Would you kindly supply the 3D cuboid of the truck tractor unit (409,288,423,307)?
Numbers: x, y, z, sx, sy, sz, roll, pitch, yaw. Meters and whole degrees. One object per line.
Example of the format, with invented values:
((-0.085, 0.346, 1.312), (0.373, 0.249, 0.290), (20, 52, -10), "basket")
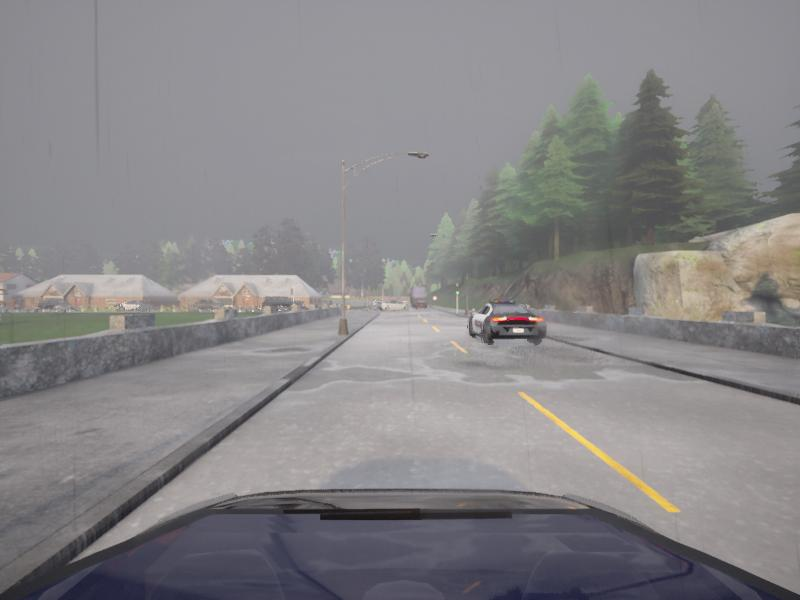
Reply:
((3.693, -0.581, 93.147), (3.053, 4.208, 6.516), (0, 0, 0), "truck tractor unit")

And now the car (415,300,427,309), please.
((3.719, 0.767, 71.295), (1.882, 1.535, 5.008), (0, 0, 0), "car")

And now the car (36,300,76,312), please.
((-45.133, 0.772, 52.477), (3.705, 1.549, 1.789), (0, 0, 0), "car")

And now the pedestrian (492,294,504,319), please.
((7.330, 0.509, 29.954), (0.751, 1.860, 0.751), (0, 0, 3), "pedestrian")

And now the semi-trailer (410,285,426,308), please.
((3.716, -0.687, 85.224), (2.717, 4.402, 14.254), (0, 0, 0), "semi-trailer")

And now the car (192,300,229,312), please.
((-24.792, 0.747, 52.545), (3.988, 1.617, 1.851), (0, 0, 0), "car")

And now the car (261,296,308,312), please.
((-15.147, 0.530, 52.570), (5.566, 2.045, 2.150), (0, 0, 0), "car")

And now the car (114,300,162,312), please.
((-34.322, 0.782, 52.514), (4.974, 1.542, 2.038), (0, 0, 0), "car")

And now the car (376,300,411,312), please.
((-0.888, 0.785, 54.902), (4.514, 1.525, 2.007), (0, 0, -29), "car")

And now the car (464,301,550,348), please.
((3.919, 0.812, 15.616), (2.038, 1.542, 4.974), (0, 0, 0), "car")
